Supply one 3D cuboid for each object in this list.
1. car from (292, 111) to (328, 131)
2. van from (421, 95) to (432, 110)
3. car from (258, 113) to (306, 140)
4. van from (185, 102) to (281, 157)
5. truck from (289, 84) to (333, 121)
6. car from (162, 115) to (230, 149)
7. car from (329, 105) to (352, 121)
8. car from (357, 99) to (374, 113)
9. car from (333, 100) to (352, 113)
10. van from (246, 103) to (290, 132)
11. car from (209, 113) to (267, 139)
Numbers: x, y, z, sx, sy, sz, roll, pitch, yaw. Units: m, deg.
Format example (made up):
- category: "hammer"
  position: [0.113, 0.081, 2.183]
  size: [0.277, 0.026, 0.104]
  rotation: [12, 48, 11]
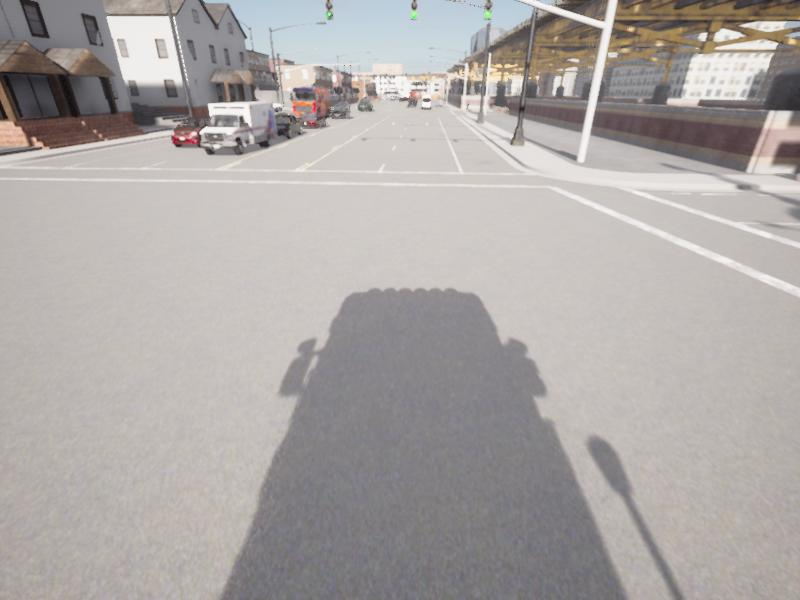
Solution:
- category: "car"
  position: [-8.207, -16.620, 37.019]
  size: [1.994, 1.385, 4.181]
  rotation: [3, 28, 5]
- category: "van"
  position: [5.542, -41.207, 83.352]
  size: [1.988, 2.561, 5.915]
  rotation: [2, 27, 3]
- category: "car"
  position: [-8.716, -13.064, 30.019]
  size: [1.837, 1.490, 4.892]
  rotation: [2, 27, 3]
- category: "van"
  position: [-9.195, -9.943, 22.977]
  size: [2.351, 2.431, 6.366]
  rotation: [2, 27, 3]
- category: "truck"
  position: [-10.820, -24.527, 49.571]
  size: [2.891, 3.827, 8.468]
  rotation: [2, 27, 3]
- category: "car"
  position: [-12.576, -10.539, 24.975]
  size: [1.851, 1.617, 3.988]
  rotation: [2, 27, 3]
- category: "car"
  position: [-7.335, -23.305, 49.790]
  size: [1.837, 1.490, 4.892]
  rotation: [2, 27, 3]
- category: "car"
  position: [-5.960, -33.780, 69.425]
  size: [2.150, 2.045, 5.566]
  rotation: [2, 27, 3]
- category: "car"
  position: [-9.621, -32.541, 67.258]
  size: [2.097, 1.767, 4.553]
  rotation: [2, 27, 3]
- category: "van"
  position: [-11.788, -16.533, 36.063]
  size: [2.069, 2.038, 4.480]
  rotation: [2, 28, 3]
- category: "car"
  position: [-12.183, -13.340, 30.487]
  size: [2.128, 1.511, 4.902]
  rotation: [2, 27, 3]
